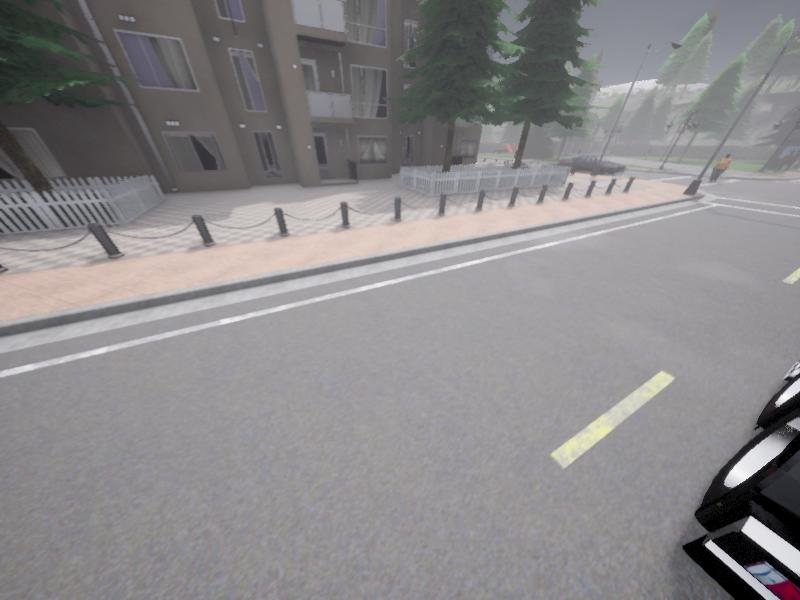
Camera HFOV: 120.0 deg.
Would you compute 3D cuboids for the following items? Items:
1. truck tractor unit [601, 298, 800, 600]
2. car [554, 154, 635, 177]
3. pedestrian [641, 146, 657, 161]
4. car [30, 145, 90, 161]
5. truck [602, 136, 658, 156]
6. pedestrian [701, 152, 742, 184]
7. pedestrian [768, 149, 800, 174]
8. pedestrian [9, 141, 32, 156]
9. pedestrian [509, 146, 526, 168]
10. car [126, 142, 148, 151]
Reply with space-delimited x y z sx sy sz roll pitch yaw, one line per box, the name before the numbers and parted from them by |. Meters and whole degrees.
truck tractor unit | 5.158 -0.244 0.783 6.516 4.208 3.053 -15 35 -23
car | 17.697 -12.609 21.452 2.033 1.411 5.357 -15 37 -21
pedestrian | 38.644 -22.800 35.898 0.751 1.860 0.751 14 37 19
car | -42.919 -18.758 29.357 2.038 1.542 4.974 -14 37 -20
truck | 56.274 -37.994 56.842 2.891 3.827 8.468 -25 42 -33
pedestrian | 22.226 -9.127 16.011 0.751 1.860 0.751 -15 38 -22
pedestrian | 35.109 -12.650 21.078 0.751 1.860 0.751 29 43 35
pedestrian | -56.629 -22.697 34.531 0.751 1.860 0.751 -14 37 -20
pedestrian | 11.642 -14.140 22.864 0.751 1.860 0.751 -15 37 -21
car | -59.651 -34.865 52.508 1.789 1.549 3.705 -14 37 -20
